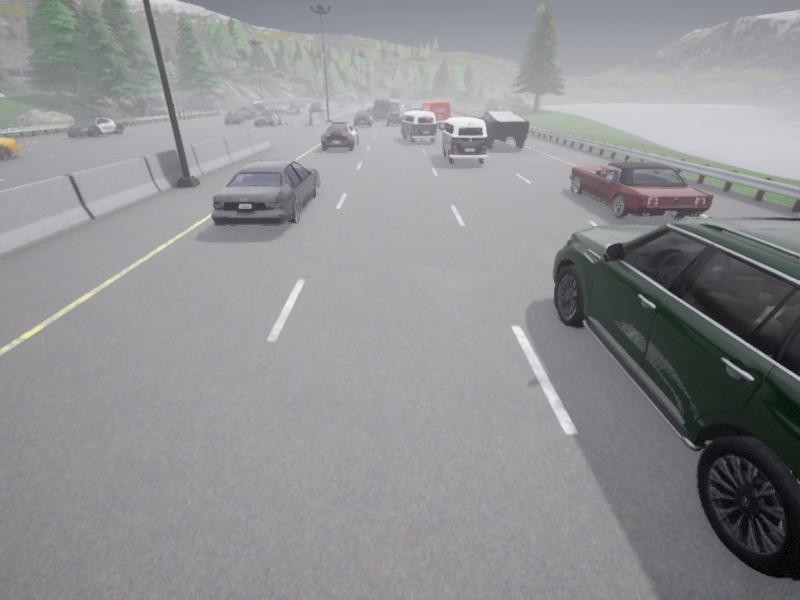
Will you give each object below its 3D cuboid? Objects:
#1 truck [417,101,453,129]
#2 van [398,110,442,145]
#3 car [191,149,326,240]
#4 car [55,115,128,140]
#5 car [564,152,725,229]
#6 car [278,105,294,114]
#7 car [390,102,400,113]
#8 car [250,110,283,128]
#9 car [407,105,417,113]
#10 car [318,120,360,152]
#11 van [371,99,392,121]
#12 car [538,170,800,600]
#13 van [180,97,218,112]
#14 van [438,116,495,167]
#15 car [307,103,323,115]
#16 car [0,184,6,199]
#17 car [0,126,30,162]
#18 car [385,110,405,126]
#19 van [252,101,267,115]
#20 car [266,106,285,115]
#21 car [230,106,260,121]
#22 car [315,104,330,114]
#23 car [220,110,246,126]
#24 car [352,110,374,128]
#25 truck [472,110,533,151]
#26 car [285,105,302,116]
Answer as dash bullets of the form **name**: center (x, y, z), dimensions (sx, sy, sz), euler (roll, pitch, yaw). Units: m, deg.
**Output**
- **truck**: center (3.657, -20.043, 43.183), dimensions (2.627, 2.467, 5.204), euler (-6, 28, -9)
- **van**: center (1.335, -12.821, 29.525), dimensions (2.069, 2.038, 4.480), euler (-6, 28, -11)
- **car**: center (-3.617, -3.269, 11.528), dimensions (2.033, 1.411, 5.357), euler (0, 27, -1)
- **car**: center (-24.892, -14.111, 32.545), dimensions (2.038, 1.542, 4.974), euler (0, 27, -1)
- **car**: center (6.874, -3.466, 12.044), dimensions (1.895, 1.301, 4.718), euler (0, 27, -1)
- **car**: center (-21.968, -36.852, 77.146), dimensions (1.812, 1.442, 4.674), euler (0, 27, -1)
- **car**: center (-0.999, -38.370, 79.696), dimensions (1.905, 1.878, 3.866), euler (0, 27, -1)
- **car**: center (-14.539, -19.887, 43.872), dimensions (2.038, 1.542, 4.974), euler (0, 27, -1)
- **car**: center (2.478, -38.985, 81.527), dimensions (1.895, 1.301, 4.718), euler (0, 27, -1)
- **car**: center (-3.804, -10.673, 25.867), dimensions (2.038, 1.542, 4.974), euler (0, 27, -1)
- **van**: center (-2.512, -25.831, 54.409), dimensions (1.988, 2.561, 5.915), euler (-5, 26, -9)
- **car**: center (3.481, 0.242, 3.961), dimensions (2.150, 2.045, 5.566), euler (0, 27, -1)
- **van**: center (-39.314, -38.388, 78.438), dimensions (5.915, 2.561, 1.988), euler (0, 27, -1)
- **van**: center (3.263, -8.290, 20.658), dimensions (2.069, 2.038, 4.480), euler (0, 27, -1)
- **car**: center (-14.883, -33.659, 70.448), dimensions (1.905, 1.878, 3.866), euler (0, 27, -1)
- **car**: center (-14.107, -3.030, 10.781), dimensions (2.033, 1.649, 4.856), euler (0, 27, -1)
- **car**: center (-21.220, -7.325, 19.221), dimensions (1.801, 1.575, 5.366), euler (0, 27, -1)
- **car**: center (-0.576, -21.387, 46.860), dimensions (2.128, 1.511, 4.902), euler (0, 27, -1)
- **van**: center (-25.353, -34.708, 72.235), dimensions (2.069, 2.038, 4.480), euler (-10, 29, -18)
- **car**: center (-21.882, -33.404, 70.553), dimensions (1.895, 1.301, 4.718), euler (0, 27, -1)
- **car**: center (-21.259, -25.689, 55.060), dimensions (2.242, 1.667, 4.611), euler (0, 27, 1)
- **car**: center (-14.969, -36.972, 77.290), dimensions (1.801, 1.575, 5.366), euler (0, 27, -1)
- **car**: center (-18.891, -20.721, 45.494), dimensions (1.845, 1.501, 3.633), euler (-4, 28, -9)
- **car**: center (-4.042, -20.145, 44.404), dimensions (2.038, 1.542, 4.974), euler (0, 27, -1)
- **truck**: center (6.679, -11.543, 26.966), dimensions (2.390, 2.098, 6.274), euler (0, 27, -1)
- **car**: center (-18.365, -32.747, 69.031), dimensions (1.851, 1.617, 3.988), euler (0, 27, -1)
